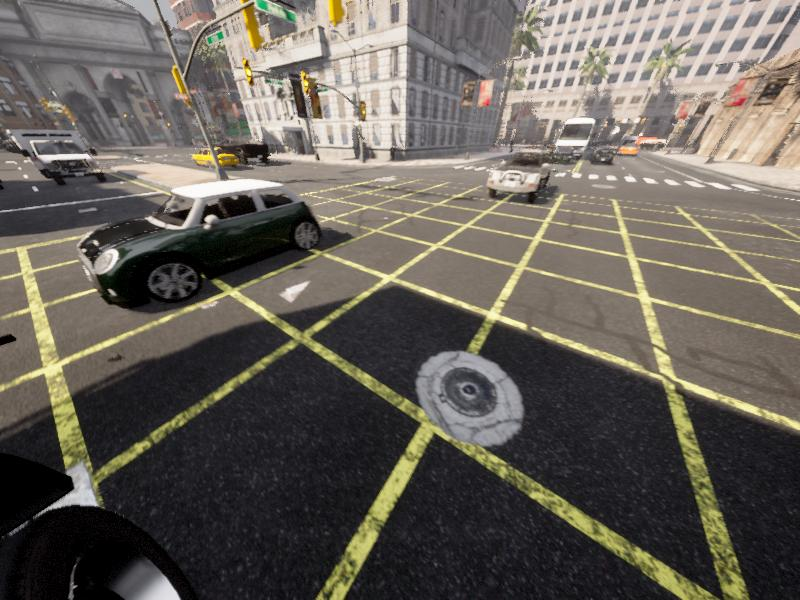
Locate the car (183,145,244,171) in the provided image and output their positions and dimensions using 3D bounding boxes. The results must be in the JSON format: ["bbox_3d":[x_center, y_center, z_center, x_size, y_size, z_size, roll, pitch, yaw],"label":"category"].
[{"bbox_3d":[-15.678,-11.998,19.372,5.366,1.575,1.801,22,41,28],"label":"car"}]

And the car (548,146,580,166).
[{"bbox_3d":[17.762,-15.676,24.963,2.038,1.542,4.974,22,41,27],"label":"car"}]

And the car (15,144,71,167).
[{"bbox_3d":[-32.673,-13.314,21.125,4.902,1.511,2.128,23,41,28],"label":"car"}]

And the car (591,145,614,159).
[{"bbox_3d":[29.250,-21.512,33.463,2.033,1.411,5.357,22,41,28],"label":"car"}]

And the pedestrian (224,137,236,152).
[{"bbox_3d":[-26.565,-24.276,36.107,0.751,1.860,0.751,15,38,20],"label":"pedestrian"}]

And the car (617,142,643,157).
[{"bbox_3d":[36.155,-23.782,36.402,2.097,1.767,4.553,22,41,28],"label":"car"}]

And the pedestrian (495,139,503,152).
[{"bbox_3d":[17.993,-28.119,42.000,0.751,1.860,0.751,-25,43,-31],"label":"pedestrian"}]

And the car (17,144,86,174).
[{"bbox_3d":[-26.328,-10.736,17.436,4.856,1.649,2.033,22,41,28],"label":"car"}]

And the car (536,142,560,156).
[{"bbox_3d":[23.455,-23.922,36.579,2.242,1.667,4.611,23,41,28],"label":"car"}]

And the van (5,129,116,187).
[{"bbox_3d":[-20.043,-8.495,13.631,6.366,2.431,2.351,22,41,28],"label":"van"}]

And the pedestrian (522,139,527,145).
[{"bbox_3d":[41.706,-53.027,77.522,0.751,1.860,0.751,-19,40,-25],"label":"pedestrian"}]

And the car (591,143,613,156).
[{"bbox_3d":[33.378,-24.994,38.240,2.152,1.651,5.027,23,41,28],"label":"car"}]

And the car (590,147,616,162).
[{"bbox_3d":[25.136,-18.126,28.711,1.895,1.301,4.718,22,41,28],"label":"car"}]

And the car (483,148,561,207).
[{"bbox_3d":[5.670,-5.788,10.539,1.932,1.855,4.605,22,40,28],"label":"car"}]

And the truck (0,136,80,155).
[{"bbox_3d":[-50.447,-21.630,32.213,6.274,2.098,2.390,-10,37,-15],"label":"truck"}]

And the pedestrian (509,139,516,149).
[{"bbox_3d":[24.789,-34.466,51.059,0.751,1.860,0.751,22,40,27],"label":"pedestrian"}]

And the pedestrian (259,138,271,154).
[{"bbox_3d":[-19.278,-22.019,32.983,0.751,1.860,0.751,25,42,31],"label":"pedestrian"}]

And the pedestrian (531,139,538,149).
[{"bbox_3d":[30.602,-35.515,52.603,0.751,1.860,0.751,-28,44,-34],"label":"pedestrian"}]

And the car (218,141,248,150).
[{"bbox_3d":[-33.830,-31.456,46.923,1.994,1.385,4.181,23,41,28],"label":"car"}]

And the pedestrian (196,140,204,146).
[{"bbox_3d":[-46.742,-36.717,54.013,0.751,1.300,0.751,-6,36,-9],"label":"pedestrian"}]

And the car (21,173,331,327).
[{"bbox_3d":[-3.655,-1.443,4.632,1.970,1.475,3.806,22,41,28],"label":"car"}]

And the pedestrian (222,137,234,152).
[{"bbox_3d":[-27.074,-24.470,36.377,0.751,1.860,0.751,0,35,-1],"label":"pedestrian"}]

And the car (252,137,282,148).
[{"bbox_3d":[-31.308,-37.330,54.695,2.150,2.045,5.566,23,41,28],"label":"car"}]

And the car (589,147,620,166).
[{"bbox_3d":[21.412,-15.142,24.291,1.816,1.474,4.193,22,41,28],"label":"car"}]

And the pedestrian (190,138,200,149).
[{"bbox_3d":[-42.702,-32.654,48.076,0.751,1.860,0.751,26,43,32],"label":"pedestrian"}]

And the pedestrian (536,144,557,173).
[{"bbox_3d":[11.337,-10.953,17.879,0.751,1.860,0.751,22,41,27],"label":"pedestrian"}]

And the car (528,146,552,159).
[{"bbox_3d":[19.397,-20.475,31.981,1.895,1.301,4.718,22,41,28],"label":"car"}]

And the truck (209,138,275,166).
[{"bbox_3d":[-15.483,-14.595,22.603,6.274,2.098,2.390,22,41,28],"label":"truck"}]

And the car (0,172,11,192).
[{"bbox_3d":[-21.676,-6.275,11.367,5.357,1.411,2.033,22,41,28],"label":"car"}]

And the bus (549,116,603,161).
[{"bbox_3d":[23.693,-21.554,30.991,3.944,4.253,10.273,22,41,28],"label":"bus"}]

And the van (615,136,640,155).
[{"bbox_3d":[40.275,-27.460,41.007,1.988,2.561,5.915,22,41,28],"label":"van"}]

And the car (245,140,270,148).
[{"bbox_3d":[-34.571,-37.985,56.112,1.812,1.442,4.674,22,41,28],"label":"car"}]

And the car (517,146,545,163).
[{"bbox_3d":[15.499,-17.308,27.327,1.812,1.442,4.674,22,41,28],"label":"car"}]
